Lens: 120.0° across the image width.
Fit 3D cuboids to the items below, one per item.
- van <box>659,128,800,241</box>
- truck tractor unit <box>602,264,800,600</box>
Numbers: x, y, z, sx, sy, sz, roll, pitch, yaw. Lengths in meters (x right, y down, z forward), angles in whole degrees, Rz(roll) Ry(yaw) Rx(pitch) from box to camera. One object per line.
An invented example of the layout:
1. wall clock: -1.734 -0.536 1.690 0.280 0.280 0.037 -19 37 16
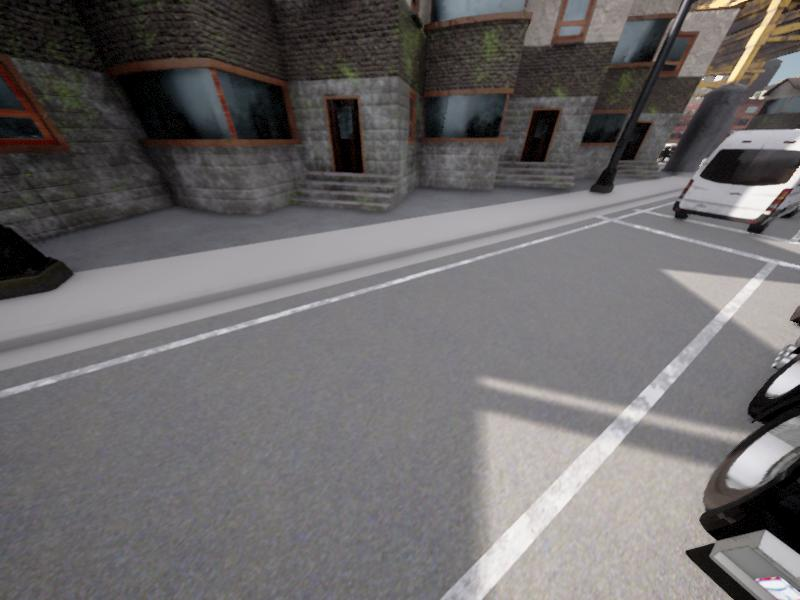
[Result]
1. van: 12.014 -4.004 7.638 5.915 2.561 1.988 -16 38 -23
2. truck tractor unit: 5.113 -0.297 0.785 6.516 4.208 3.053 -18 39 -24
